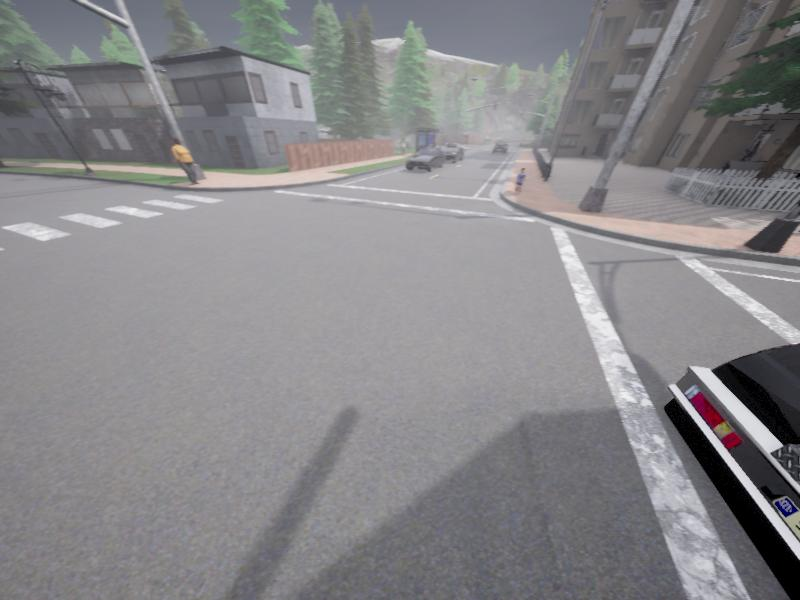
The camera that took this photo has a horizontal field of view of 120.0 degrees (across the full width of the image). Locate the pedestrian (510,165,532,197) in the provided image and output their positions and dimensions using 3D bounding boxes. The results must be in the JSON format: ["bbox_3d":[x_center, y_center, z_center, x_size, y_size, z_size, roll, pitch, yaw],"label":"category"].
[{"bbox_3d":[5.035,-4.982,9.656,0.500,1.100,0.500,17,39,22],"label":"pedestrian"}]

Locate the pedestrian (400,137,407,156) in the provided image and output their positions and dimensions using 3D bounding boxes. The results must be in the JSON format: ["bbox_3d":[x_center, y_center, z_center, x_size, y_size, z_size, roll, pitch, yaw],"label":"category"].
[{"bbox_3d":[0.402,-18.275,27.457,0.751,1.860,0.751,5,36,6],"label":"pedestrian"}]

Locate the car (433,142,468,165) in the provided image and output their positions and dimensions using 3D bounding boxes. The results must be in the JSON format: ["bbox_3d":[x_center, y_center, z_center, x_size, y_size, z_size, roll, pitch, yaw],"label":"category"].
[{"bbox_3d":[5.230,-15.104,23.624,2.152,1.651,5.027,15,38,19],"label":"car"}]

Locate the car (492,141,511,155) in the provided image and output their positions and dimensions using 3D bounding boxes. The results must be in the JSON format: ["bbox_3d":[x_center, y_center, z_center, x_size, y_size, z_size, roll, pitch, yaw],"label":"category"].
[{"bbox_3d":[15.660,-23.535,35.632,2.038,1.542,4.974,15,38,19],"label":"car"}]

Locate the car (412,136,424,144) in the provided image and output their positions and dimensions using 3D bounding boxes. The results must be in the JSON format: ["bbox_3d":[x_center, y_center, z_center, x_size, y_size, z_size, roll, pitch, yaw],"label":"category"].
[{"bbox_3d":[5.164,-45.843,65.998,1.932,1.855,4.605,14,38,18],"label":"car"}]

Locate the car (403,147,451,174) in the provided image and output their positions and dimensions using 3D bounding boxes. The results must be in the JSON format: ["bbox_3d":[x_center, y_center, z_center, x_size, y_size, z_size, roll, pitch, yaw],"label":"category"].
[{"bbox_3d":[2.249,-11.170,18.286,2.033,1.411,5.357,15,38,19],"label":"car"}]

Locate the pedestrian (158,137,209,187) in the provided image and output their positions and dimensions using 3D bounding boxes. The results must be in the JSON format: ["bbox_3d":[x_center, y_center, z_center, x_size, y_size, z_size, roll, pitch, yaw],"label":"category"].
[{"bbox_3d":[-9.719,-6.237,10.474,0.751,1.860,0.751,9,37,12],"label":"pedestrian"}]
